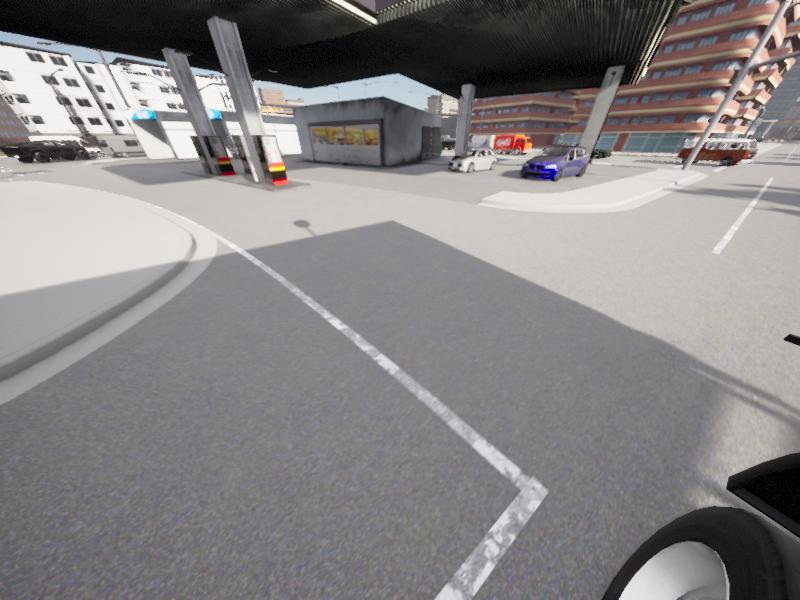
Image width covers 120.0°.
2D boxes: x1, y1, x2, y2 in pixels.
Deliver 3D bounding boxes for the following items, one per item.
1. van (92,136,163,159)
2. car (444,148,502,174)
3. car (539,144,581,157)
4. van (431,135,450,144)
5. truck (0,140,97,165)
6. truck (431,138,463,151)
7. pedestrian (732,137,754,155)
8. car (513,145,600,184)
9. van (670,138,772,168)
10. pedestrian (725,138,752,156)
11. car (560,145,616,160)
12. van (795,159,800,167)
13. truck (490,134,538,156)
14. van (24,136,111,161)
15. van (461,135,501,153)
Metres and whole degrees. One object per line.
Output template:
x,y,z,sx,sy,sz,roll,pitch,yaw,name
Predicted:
-39.077,-22.230,33.496,1.988,2.561,5.915,9,36,13,van
5.544,-10.643,17.578,3.806,1.475,1.970,-22,41,-28,car
22.470,-21.170,32.564,1.994,1.385,4.181,-23,41,-29,car
14.355,-56.670,81.492,6.366,2.431,2.351,-23,41,-27,van
-40.713,-17.305,26.907,2.390,2.098,6.274,0,35,0,truck
9.498,-31.720,46.977,2.390,2.098,6.274,-23,41,-29,truck
43.605,-19.554,29.387,0.751,1.860,0.751,-29,44,-34,pedestrian
9.465,-8.328,13.989,4.611,1.667,2.242,-22,41,-28,car
27.978,-13.055,20.443,2.069,2.038,4.480,-14,37,-19,van
40.395,-18.281,27.606,0.751,1.860,0.751,5,36,8,pedestrian
22.442,-17.713,27.728,1.895,1.301,4.718,-23,41,-29,car
36.805,-12.685,19.852,4.480,2.038,2.069,-22,41,-28,van
16.597,-22.818,33.986,2.627,2.467,5.204,-23,41,-28,truck
-43.646,-20.234,30.698,1.988,2.561,5.915,5,36,8,van
14.337,-28.027,41.423,2.351,2.431,6.366,-23,41,-29,van
